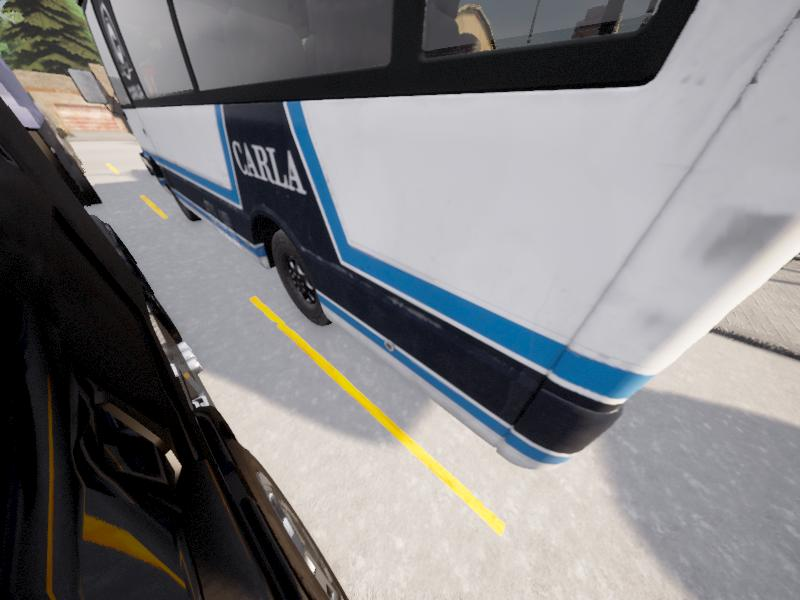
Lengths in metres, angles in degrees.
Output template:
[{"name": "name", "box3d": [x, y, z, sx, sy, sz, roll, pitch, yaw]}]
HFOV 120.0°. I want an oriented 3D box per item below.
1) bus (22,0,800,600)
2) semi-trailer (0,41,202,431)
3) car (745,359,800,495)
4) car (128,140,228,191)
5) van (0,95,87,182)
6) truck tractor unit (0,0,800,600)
[{"name": "bus", "box3d": [-1.894, -2.894, 3.841, 10.273, 4.253, 3.944, 29, 44, 31]}, {"name": "semi-trailer", "box3d": [-8.707, -3.602, 4.214, 14.254, 4.402, 2.717, 28, 44, 30]}, {"name": "car", "box3d": [5.154, 1.835, 0.262, 4.902, 1.511, 2.128, 25, 42, 27]}, {"name": "car", "box3d": [-9.447, -5.856, 9.783, 4.718, 1.301, 1.895, 30, 44, 31]}, {"name": "van", "box3d": [-16.181, -7.129, 10.045, 5.915, 2.561, 1.988, 30, 44, 31]}, {"name": "truck tractor unit", "box3d": [-2.645, -0.295, 0.351, 6.516, 4.208, 3.053, 28, 44, 30]}]
